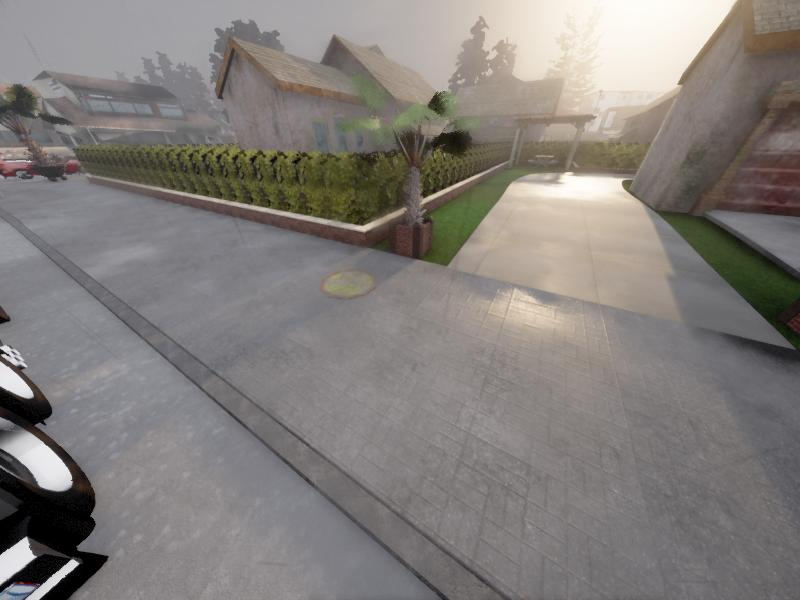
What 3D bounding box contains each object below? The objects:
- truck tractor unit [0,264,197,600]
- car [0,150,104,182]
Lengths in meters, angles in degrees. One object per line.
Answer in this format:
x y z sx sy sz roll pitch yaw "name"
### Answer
-5.112 -0.300 0.780 6.516 4.208 3.053 18 39 24 "truck tractor unit"
-26.371 -10.186 17.334 2.242 1.667 4.611 21 40 27 "car"
